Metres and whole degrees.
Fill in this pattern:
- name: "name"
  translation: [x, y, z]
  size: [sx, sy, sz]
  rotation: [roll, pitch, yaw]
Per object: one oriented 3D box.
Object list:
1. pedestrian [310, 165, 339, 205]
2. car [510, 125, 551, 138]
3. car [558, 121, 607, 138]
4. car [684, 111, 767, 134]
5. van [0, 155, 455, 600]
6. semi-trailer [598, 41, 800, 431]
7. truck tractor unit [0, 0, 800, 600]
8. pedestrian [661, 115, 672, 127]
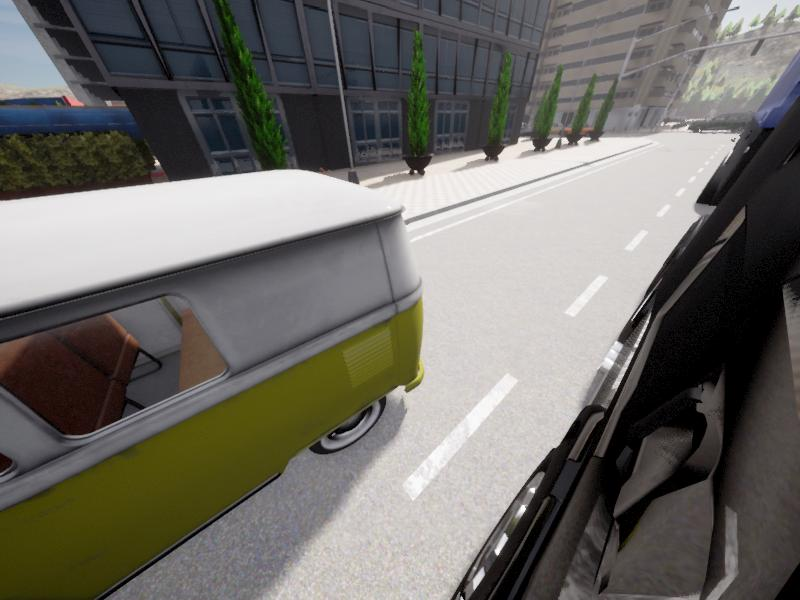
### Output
- name: "pedestrian"
  translation: [-2.514, -3.867, 7.753]
  size: [0.500, 1.100, 0.500]
  rotation: [17, 41, 25]
- name: "car"
  translation: [20.172, -26.043, 35.823]
  size: [2.128, 1.511, 4.902]
  rotation: [-28, 44, -30]
- name: "car"
  translation: [24.594, -23.081, 31.351]
  size: [2.097, 1.767, 4.553]
  rotation: [-28, 43, -29]
- name: "car"
  translation: [40.370, -22.121, 28.889]
  size: [2.150, 2.045, 5.566]
  rotation: [-28, 44, -30]
- name: "van"
  translation: [-2.009, 0.608, 1.297]
  size: [4.442, 1.987, 1.775]
  rotation: [-25, 42, -27]
- name: "semi-trailer"
  translation: [8.682, -3.617, 4.241]
  size: [14.254, 4.402, 2.717]
  rotation: [-28, 44, -30]
- name: "truck tractor unit"
  translation: [2.645, -0.295, 0.351]
  size: [6.516, 4.208, 3.053]
  rotation: [-28, 44, -30]
- name: "pedestrian"
  translation: [53.563, -35.920, 46.429]
  size: [0.751, 1.860, 0.751]
  rotation: [27, 46, 33]
